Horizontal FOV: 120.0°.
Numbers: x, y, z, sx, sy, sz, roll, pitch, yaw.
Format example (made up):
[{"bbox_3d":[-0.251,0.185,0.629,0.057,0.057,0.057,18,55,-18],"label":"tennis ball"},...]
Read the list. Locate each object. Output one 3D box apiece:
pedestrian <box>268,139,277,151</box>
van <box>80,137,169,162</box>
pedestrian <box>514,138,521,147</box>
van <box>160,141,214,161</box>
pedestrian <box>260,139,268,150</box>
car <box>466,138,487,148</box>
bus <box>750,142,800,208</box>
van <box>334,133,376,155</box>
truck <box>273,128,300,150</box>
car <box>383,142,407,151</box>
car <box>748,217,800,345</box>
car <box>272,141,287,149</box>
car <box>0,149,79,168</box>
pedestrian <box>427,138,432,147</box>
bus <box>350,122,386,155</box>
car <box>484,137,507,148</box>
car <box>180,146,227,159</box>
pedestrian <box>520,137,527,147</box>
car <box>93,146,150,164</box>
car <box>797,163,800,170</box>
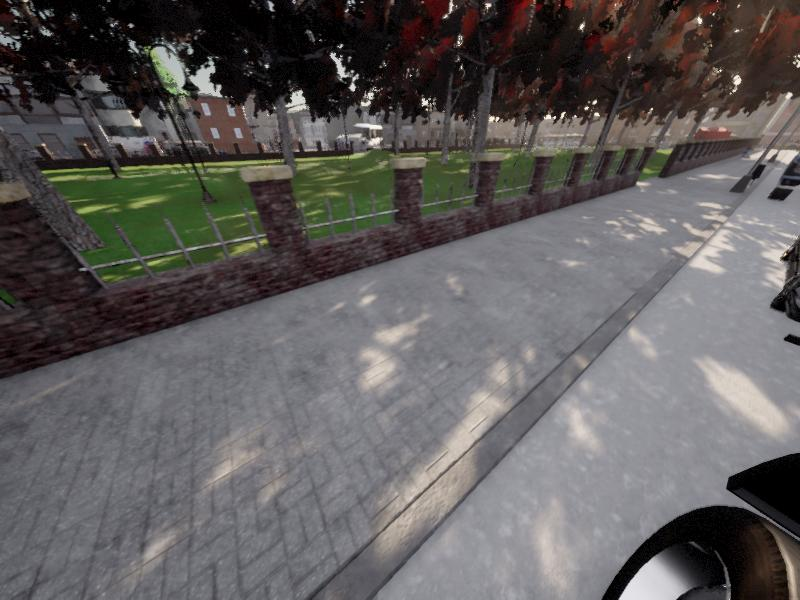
[{"bbox_3d":[-24.929,-30.299,45.183,0.751,1.860,0.751,-29,44,-34],"label":"pedestrian"},{"bbox_3d":[-33.732,-18.820,28.752,6.366,2.431,2.351,-22,41,-28],"label":"van"},{"bbox_3d":[27.549,-37.098,54.357,0.751,1.860,0.751,-22,41,-27],"label":"pedestrian"},{"bbox_3d":[-26.387,-18.659,28.841,4.442,1.987,1.775,-24,41,-29],"label":"van"},{"bbox_3d":[-28.686,-32.705,48.623,0.751,1.860,0.751,-22,41,-28],"label":"pedestrian"},{"bbox_3d":[18.067,-36.859,54.310,4.605,1.855,1.932,-22,41,-28],"label":"car"},{"bbox_3d":[19.411,-6.427,9.151,10.273,4.253,3.944,-22,41,-28],"label":"bus"},{"bbox_3d":[-7.511,-26.540,39.375,6.366,2.431,2.351,3,48,7],"label":"van"},{"bbox_3d":[-25.820,-36.450,52.435,2.891,3.827,8.468,-22,41,-28],"label":"truck"},{"bbox_3d":[-1.037,-31.731,47.595,4.674,1.442,1.812,-22,41,-28],"label":"car"},{"bbox_3d":[7.775,-0.597,3.473,5.357,1.411,2.033,-22,41,-28],"label":"car"},{"bbox_3d":[-30.652,-39.476,58.769,2.128,1.511,4.902,-22,41,-28],"label":"car"},{"bbox_3d":[-37.144,-14.262,23.223,5.357,1.411,2.033,-21,40,-26],"label":"car"},{"bbox_3d":[7.189,-38.534,56.572,0.751,1.860,0.751,28,44,34],"label":"pedestrian"},{"bbox_3d":[-5.840,-30.674,43.694,3.944,4.253,10.273,10,37,4],"label":"bus"},{"bbox_3d":[23.674,-39.082,57.262,5.566,2.045,2.150,-24,42,-30],"label":"car"},{"bbox_3d":[-27.346,-20.703,32.342,4.718,1.301,1.895,-20,40,-25],"label":"car"},{"bbox_3d":[29.620,-37.921,55.489,0.751,1.860,0.751,-23,41,-28],"label":"pedestrian"},{"bbox_3d":[-31.353,-16.503,26.228,3.633,1.501,1.845,-23,41,-29],"label":"car"},{"bbox_3d":[33.204,-11.187,17.808,3.866,1.878,1.905,-22,41,-28],"label":"car"}]
